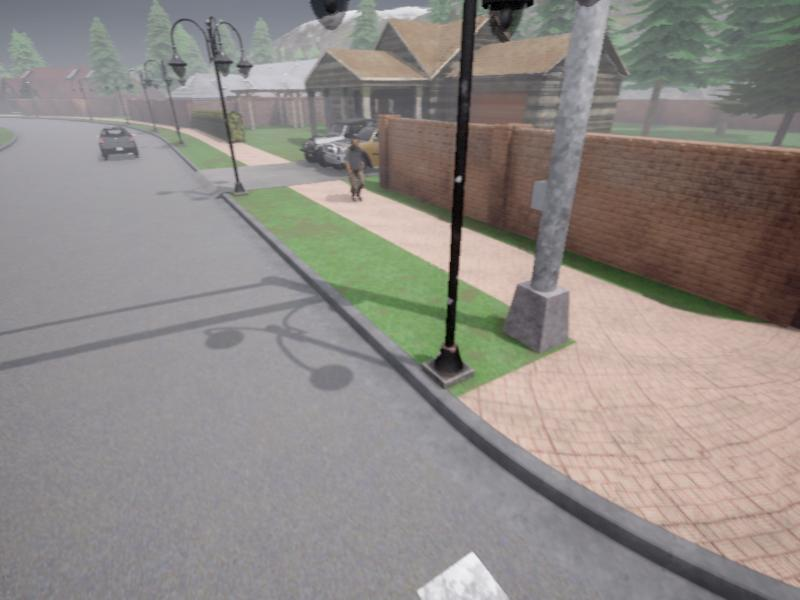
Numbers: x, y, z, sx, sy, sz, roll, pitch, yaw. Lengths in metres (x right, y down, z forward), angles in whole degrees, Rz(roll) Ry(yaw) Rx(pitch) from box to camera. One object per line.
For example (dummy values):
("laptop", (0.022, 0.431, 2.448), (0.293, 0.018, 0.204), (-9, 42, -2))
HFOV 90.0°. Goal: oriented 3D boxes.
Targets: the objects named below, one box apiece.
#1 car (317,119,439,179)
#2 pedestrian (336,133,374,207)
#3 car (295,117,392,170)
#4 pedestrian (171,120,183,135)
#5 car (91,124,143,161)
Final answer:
("car", (-0.840, -6.392, 16.635), (4.605, 1.855, 1.932), (-16, 31, -28))
("pedestrian", (-1.268, -3.717, 11.396), (0.751, 1.860, 0.751), (-15, 31, -27))
("car", (-2.511, -7.261, 18.345), (3.866, 1.878, 1.905), (-16, 31, -28))
("pedestrian", (-17.819, -13.824, 32.018), (0.500, 1.100, 0.500), (-21, 34, -35))
("car", (-15.612, -8.781, 22.123), (1.845, 1.501, 3.633), (-16, 31, -28))
